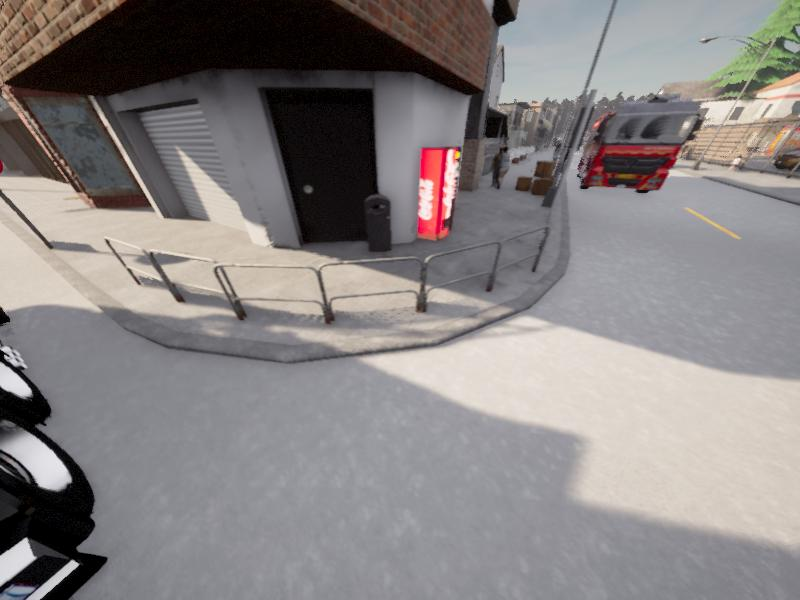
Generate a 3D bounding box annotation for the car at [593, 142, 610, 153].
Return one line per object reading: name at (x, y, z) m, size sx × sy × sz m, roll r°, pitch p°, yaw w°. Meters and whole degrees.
car at (38.972, -29.555, 44.767) m, size 1.789 × 1.549 × 3.705 m, roll 18°, pitch 39°, yaw 24°

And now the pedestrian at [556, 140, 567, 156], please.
pedestrian at (22.879, -21.590, 32.762) m, size 0.751 × 1.860 × 0.751 m, roll 14°, pitch 37°, yaw 20°

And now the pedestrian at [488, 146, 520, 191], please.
pedestrian at (5.095, -6.516, 11.460) m, size 0.751 × 1.860 × 0.751 m, roll -21°, pitch 40°, yaw -27°

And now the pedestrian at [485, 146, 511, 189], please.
pedestrian at (5.060, -6.885, 11.990) m, size 0.751 × 1.860 × 0.751 m, roll 18°, pitch 39°, yaw 25°

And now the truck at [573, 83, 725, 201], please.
truck at (12.191, -8.473, 12.722) m, size 2.891 × 3.827 × 8.468 m, roll 18°, pitch 39°, yaw 24°

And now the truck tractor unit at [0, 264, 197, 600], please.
truck tractor unit at (-5.111, -0.299, 0.786) m, size 6.516 × 4.208 × 3.053 m, roll 18°, pitch 39°, yaw 24°

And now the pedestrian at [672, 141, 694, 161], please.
pedestrian at (31.511, -16.631, 25.761) m, size 0.751 × 1.860 × 0.751 m, roll 23°, pitch 41°, yaw 30°

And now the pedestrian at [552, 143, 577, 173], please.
pedestrian at (12.308, -10.636, 17.328) m, size 0.751 × 1.860 × 0.751 m, roll -23°, pitch 41°, yaw -29°

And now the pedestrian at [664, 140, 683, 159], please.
pedestrian at (33.924, -18.692, 28.701) m, size 0.751 × 1.860 × 0.751 m, roll -29°, pitch 44°, yaw -34°

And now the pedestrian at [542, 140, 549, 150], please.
pedestrian at (31.787, -33.718, 50.323) m, size 0.751 × 1.860 × 0.751 m, roll 18°, pitch 39°, yaw 25°

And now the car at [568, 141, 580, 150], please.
car at (44.219, -39.269, 58.778) m, size 1.932 × 1.855 × 4.605 m, roll 18°, pitch 39°, yaw 24°

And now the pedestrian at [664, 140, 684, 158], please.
pedestrian at (35.149, -19.349, 29.633) m, size 0.751 × 1.860 × 0.751 m, roll -22°, pitch 40°, yaw -28°

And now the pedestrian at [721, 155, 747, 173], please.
pedestrian at (24.774, -10.114, 17.122) m, size 0.500 × 1.100 × 0.500 m, roll -10°, pitch 36°, yaw -13°

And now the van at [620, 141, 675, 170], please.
van at (22.608, -13.501, 21.414) m, size 2.069 × 2.038 × 4.480 m, roll 18°, pitch 39°, yaw 24°

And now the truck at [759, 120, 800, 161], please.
truck at (49.138, -17.852, 25.850) m, size 8.468 × 3.827 × 2.891 m, roll 18°, pitch 39°, yaw 25°

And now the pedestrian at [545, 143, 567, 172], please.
pedestrian at (12.022, -10.987, 17.835) m, size 0.751 × 1.860 × 0.751 m, roll 23°, pitch 41°, yaw 30°
